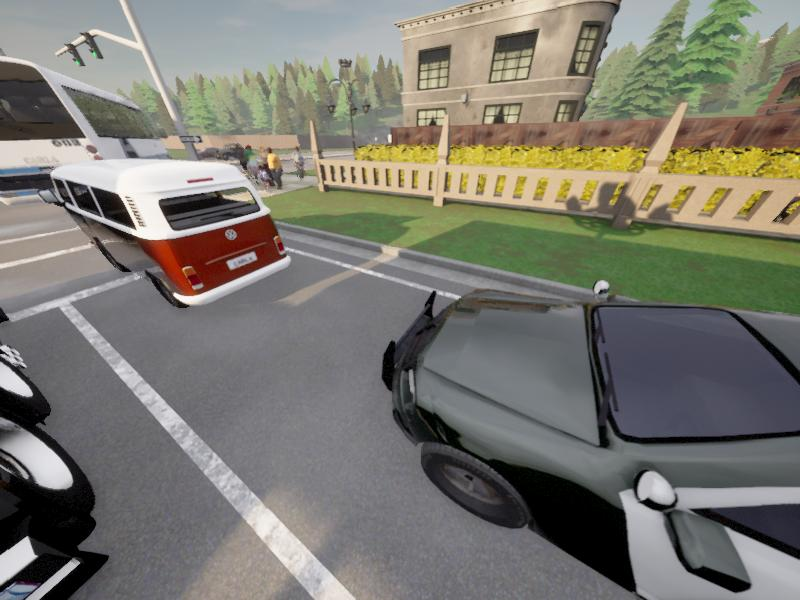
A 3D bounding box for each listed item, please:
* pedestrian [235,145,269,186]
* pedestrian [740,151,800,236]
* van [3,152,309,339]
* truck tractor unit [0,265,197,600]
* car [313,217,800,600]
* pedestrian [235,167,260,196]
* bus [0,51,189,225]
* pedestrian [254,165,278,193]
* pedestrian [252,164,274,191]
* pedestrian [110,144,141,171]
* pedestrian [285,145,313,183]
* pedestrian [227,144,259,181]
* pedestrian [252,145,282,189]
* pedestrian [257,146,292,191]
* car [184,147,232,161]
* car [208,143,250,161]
[{"bbox_3d":[-7.934,-7.264,12.480,0.751,1.860,0.751,4,35,7],"label":"pedestrian"},{"bbox_3d":[10.158,-2.722,5.891,0.751,1.860,0.751,22,41,29],"label":"pedestrian"},{"bbox_3d":[-4.314,-1.452,4.336,4.480,2.038,2.069,19,39,24],"label":"van"},{"bbox_3d":[-5.110,-0.302,0.774,6.516,4.208,3.053,18,39,24],"label":"truck tractor unit"},{"bbox_3d":[2.200,0.874,1.387,4.974,1.542,2.038,18,39,24],"label":"car"},{"bbox_3d":[-6.871,-5.347,10.453,0.500,1.100,0.500,-5,35,-7],"label":"pedestrian"},{"bbox_3d":[-14.342,-7.301,10.870,3.944,4.253,10.273,-20,39,-23],"label":"bus"},{"bbox_3d":[-6.450,-5.825,11.137,0.500,1.100,0.500,20,40,26],"label":"pedestrian"},{"bbox_3d":[-6.886,-6.168,11.632,0.500,1.100,0.500,22,41,29],"label":"pedestrian"},{"bbox_3d":[-22.959,-11.940,19.375,0.751,1.860,0.751,17,38,23],"label":"pedestrian"},{"bbox_3d":[-5.906,-8.002,13.593,0.751,1.860,0.751,17,39,24],"label":"pedestrian"},{"bbox_3d":[-9.501,-8.318,14.021,0.751,1.860,0.751,18,39,24],"label":"pedestrian"},{"bbox_3d":[-6.845,-6.866,11.937,0.751,1.860,0.751,-19,39,-24],"label":"pedestrian"},{"bbox_3d":[-6.218,-6.547,11.507,0.751,1.860,0.751,9,36,13],"label":"pedestrian"},{"bbox_3d":[-27.233,-20.911,32.961,1.812,1.442,4.674,18,39,25],"label":"car"},{"bbox_3d":[-23.668,-20.625,32.132,1.905,1.878,3.866,18,39,25],"label":"car"}]
